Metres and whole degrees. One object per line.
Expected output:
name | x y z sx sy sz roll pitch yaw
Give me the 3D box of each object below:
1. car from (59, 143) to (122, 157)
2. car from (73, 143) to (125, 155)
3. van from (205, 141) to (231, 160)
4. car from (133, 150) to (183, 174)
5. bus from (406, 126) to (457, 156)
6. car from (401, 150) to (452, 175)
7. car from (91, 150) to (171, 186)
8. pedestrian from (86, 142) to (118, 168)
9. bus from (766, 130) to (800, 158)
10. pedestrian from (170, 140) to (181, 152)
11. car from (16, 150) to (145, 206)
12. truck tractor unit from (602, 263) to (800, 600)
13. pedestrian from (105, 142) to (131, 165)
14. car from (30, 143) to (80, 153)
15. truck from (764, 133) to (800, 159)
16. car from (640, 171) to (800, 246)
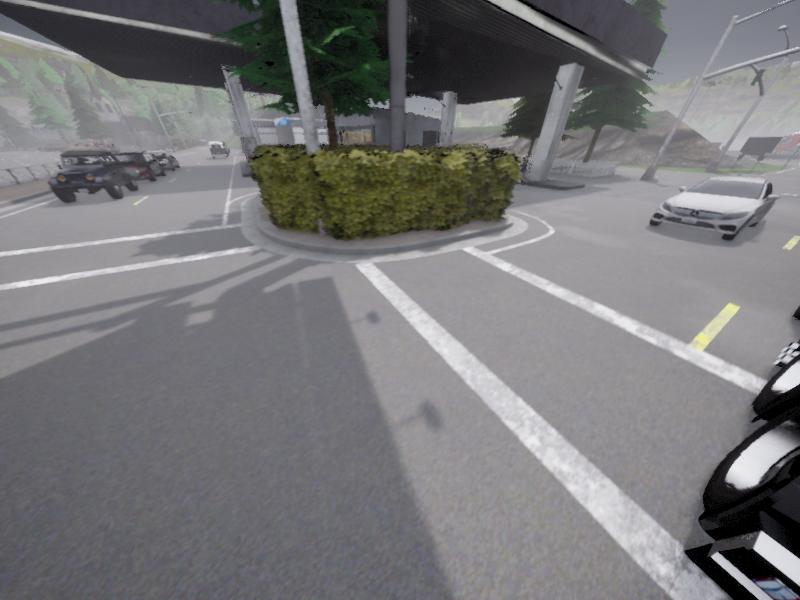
car | -45.782 -22.398 34.357 5.027 1.636 2.152 -18 39 -25
car | -47.400 -23.933 36.564 4.514 1.523 2.007 -18 39 -25
van | -25.721 -21.253 32.748 2.069 2.038 4.480 -18 39 -24
car | -20.896 -12.153 20.190 1.970 1.475 3.806 -18 39 -24
bus | 5.511 -30.131 43.949 3.944 4.253 10.273 -18 38 -24
car | 2.264 -12.771 21.281 2.242 1.667 4.611 -18 39 -25
car | -17.757 -9.068 15.649 2.033 1.649 4.856 -18 39 -24
pedestrian | -25.894 -12.592 20.121 0.751 1.860 0.751 -18 39 -25
bus | 77.422 -28.342 42.146 3.944 4.253 10.273 -18 39 -24
pedestrian | -42.083 -28.839 43.341 0.751 1.860 0.751 -18 39 -25
car | -14.556 -5.964 10.984 1.905 1.878 3.866 -18 39 -24
truck tractor unit | 5.088 -0.328 0.755 6.516 4.208 3.053 -19 39 -23
pedestrian | -27.847 -14.504 22.854 0.751 1.860 0.751 -18 39 -25
car | -66.088 -29.310 44.401 4.792 1.488 2.163 -18 39 -25
truck | 71.352 -26.353 39.590 2.891 3.827 8.468 -18 39 -24
car | 10.214 -3.109 7.364 4.674 1.442 1.812 -17 38 -25
